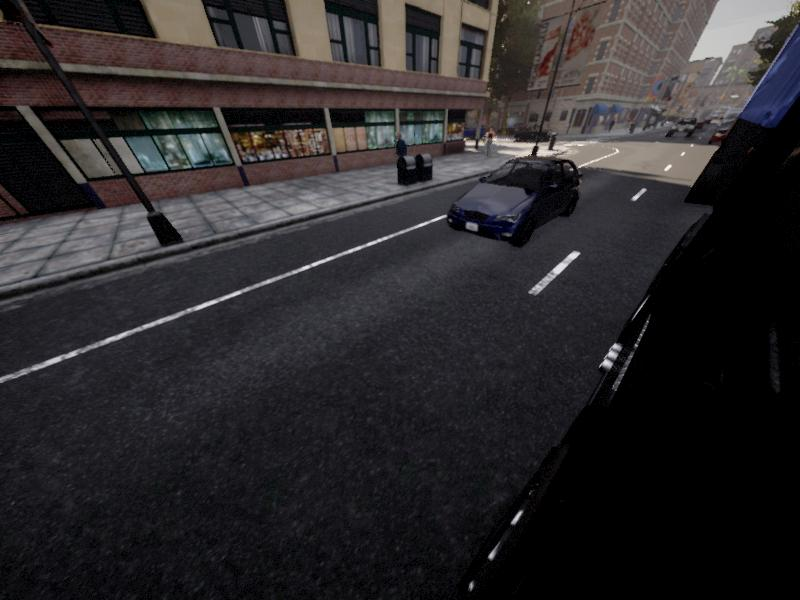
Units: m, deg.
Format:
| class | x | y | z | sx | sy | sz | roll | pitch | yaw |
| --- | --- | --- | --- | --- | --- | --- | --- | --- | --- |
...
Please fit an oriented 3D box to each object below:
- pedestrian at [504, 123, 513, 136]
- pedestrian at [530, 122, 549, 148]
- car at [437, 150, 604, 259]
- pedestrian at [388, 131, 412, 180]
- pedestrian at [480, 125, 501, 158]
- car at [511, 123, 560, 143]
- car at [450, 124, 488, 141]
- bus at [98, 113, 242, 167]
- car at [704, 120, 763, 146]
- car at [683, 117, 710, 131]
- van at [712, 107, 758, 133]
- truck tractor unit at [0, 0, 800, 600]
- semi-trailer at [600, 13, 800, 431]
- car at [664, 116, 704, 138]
| class | x | y | z | sx | sy | sz | roll | pitch | yaw |
| --- | --- | --- | --- | --- | --- | --- | --- | --- | --- |
| pedestrian | 18.981 | -29.800 | 40.338 | 0.751 | 1.860 | 0.751 | -29 | 44 | -31 |
| pedestrian | 12.312 | -14.594 | 20.481 | 0.751 | 1.860 | 0.751 | -32 | 46 | -33 |
| car | 3.051 | -2.672 | 5.789 | 4.193 | 1.474 | 1.816 | -30 | 45 | -31 |
| pedestrian | 0.033 | -6.807 | 10.883 | 0.751 | 1.860 | 0.751 | -32 | 46 | -33 |
| pedestrian | 6.286 | -11.083 | 16.185 | 0.751 | 1.860 | 0.751 | -25 | 42 | -27 |
| car | 16.710 | -20.803 | 28.757 | 1.932 | 1.855 | 4.605 | -29 | 45 | -31 |
| car | 11.155 | -27.378 | 37.746 | 2.150 | 2.045 | 5.566 | -30 | 45 | -32 |
| bus | -25.106 | -18.445 | 26.328 | 10.273 | 4.253 | 3.944 | -30 | 45 | -31 |
| car | 27.357 | -13.794 | 19.058 | 4.792 | 1.488 | 2.163 | -30 | 45 | -31 |
| car | 46.591 | -27.690 | 36.312 | 5.008 | 1.535 | 1.882 | -30 | 45 | -31 |
| van | 43.916 | -23.690 | 30.406 | 6.366 | 2.431 | 2.351 | -30 | 45 | -31 |
| truck tractor unit | 2.645 | -0.295 | 0.351 | 6.516 | 4.208 | 3.053 | -28 | 44 | -30 |
| semi-trailer | 8.559 | -3.701 | 4.354 | 14.254 | 4.402 | 2.717 | -30 | 45 | -31 |
| car | 31.766 | -19.313 | 25.812 | 4.605 | 1.855 | 1.932 | -29 | 44 | -32 |
